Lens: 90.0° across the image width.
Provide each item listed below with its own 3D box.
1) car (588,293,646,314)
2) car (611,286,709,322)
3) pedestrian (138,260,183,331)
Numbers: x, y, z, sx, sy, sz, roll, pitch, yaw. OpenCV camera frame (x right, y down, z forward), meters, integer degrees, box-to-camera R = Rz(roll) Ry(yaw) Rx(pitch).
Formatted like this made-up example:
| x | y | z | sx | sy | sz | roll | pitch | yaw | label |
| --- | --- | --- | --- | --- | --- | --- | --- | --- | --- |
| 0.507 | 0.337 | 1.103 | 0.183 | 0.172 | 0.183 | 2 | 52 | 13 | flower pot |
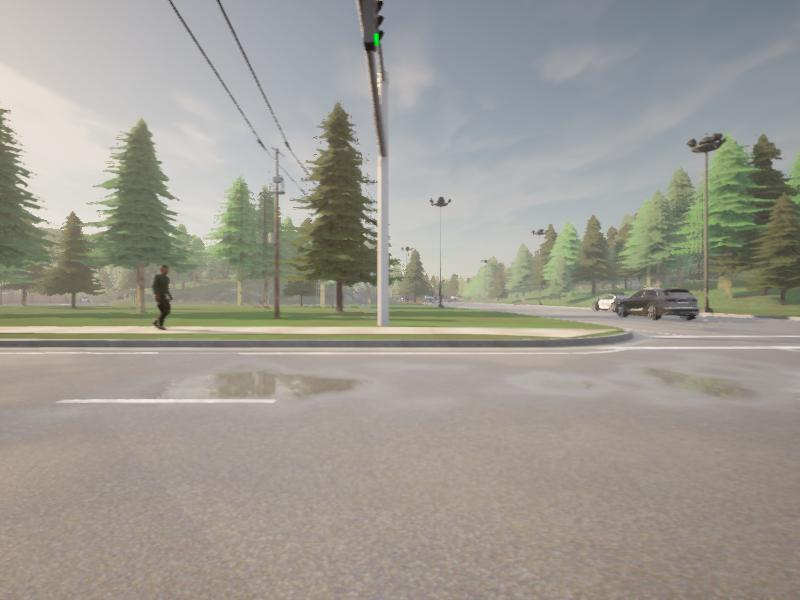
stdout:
| x | y | z | sx | sy | sz | roll | pitch | yaw | label |
| --- | --- | --- | --- | --- | --- | --- | --- | --- | --- |
| 17.136 | 0.227 | 31.883 | 2.038 | 1.542 | 4.974 | 0 | 0 | 2 | car |
| 13.267 | 0.179 | 20.859 | 2.033 | 1.649 | 4.856 | 0 | 0 | 2 | car |
| -6.500 | -0.113 | 10.879 | 0.751 | 1.860 | 0.751 | 0 | 0 | 3 | pedestrian |
